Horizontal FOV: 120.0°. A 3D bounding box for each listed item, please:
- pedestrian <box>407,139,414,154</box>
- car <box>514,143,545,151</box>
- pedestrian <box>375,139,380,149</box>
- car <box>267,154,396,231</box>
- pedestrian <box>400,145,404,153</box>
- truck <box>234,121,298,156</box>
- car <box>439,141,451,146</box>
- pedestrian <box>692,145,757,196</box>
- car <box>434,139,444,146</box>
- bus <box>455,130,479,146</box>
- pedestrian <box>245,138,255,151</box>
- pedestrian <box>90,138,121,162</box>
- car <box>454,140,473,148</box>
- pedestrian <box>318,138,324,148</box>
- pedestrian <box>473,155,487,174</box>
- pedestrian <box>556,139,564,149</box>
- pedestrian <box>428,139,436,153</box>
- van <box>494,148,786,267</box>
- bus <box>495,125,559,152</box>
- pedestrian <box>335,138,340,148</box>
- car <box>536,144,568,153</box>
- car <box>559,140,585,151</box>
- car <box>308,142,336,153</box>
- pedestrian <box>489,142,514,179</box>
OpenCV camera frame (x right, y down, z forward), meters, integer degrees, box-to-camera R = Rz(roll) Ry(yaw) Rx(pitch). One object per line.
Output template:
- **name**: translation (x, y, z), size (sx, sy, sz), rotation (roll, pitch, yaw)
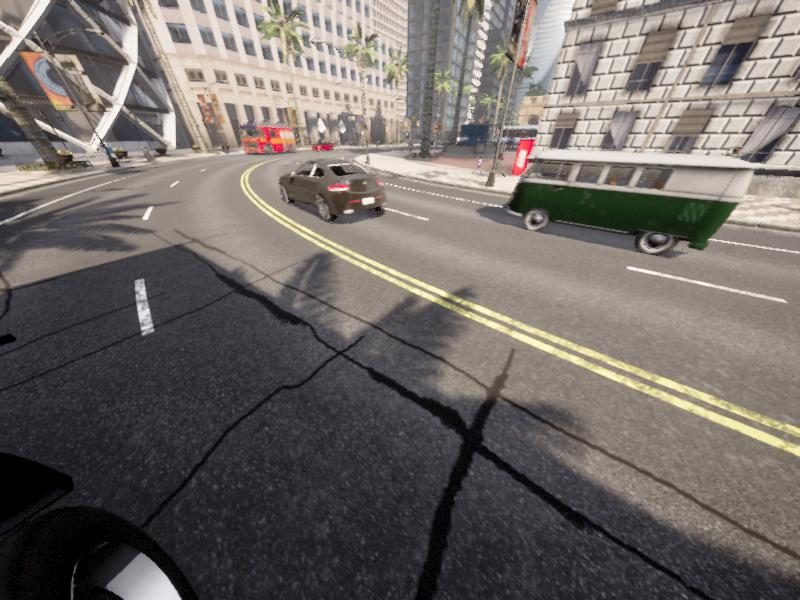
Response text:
- **pedestrian**: translation (1.619, -23.748, 35.695), size (0.751, 1.860, 0.751), rotation (8, 36, 10)
- **car**: translation (28.186, -33.500, 50.456), size (5.357, 1.411, 2.033), rotation (22, 41, 28)
- **pedestrian**: translation (-5.092, -35.170, 52.111), size (0.751, 1.860, 0.751), rotation (21, 40, 27)
- **car**: translation (-2.626, -4.203, 8.443), size (2.152, 1.651, 5.027), rotation (-28, 44, -33)
- **pedestrian**: translation (0.361, -24.693, 37.686), size (0.500, 1.100, 0.500), rotation (8, 36, 11)
- **truck**: translation (-19.304, -23.925, 34.380), size (2.891, 3.827, 8.468), rotation (7, 36, 10)
- **car**: translation (14.913, -51.589, 76.089), size (1.895, 1.301, 4.718), rotation (22, 41, 28)
- **pedestrian**: translation (14.159, -5.691, 10.176), size (0.751, 1.860, 0.751), rotation (22, 41, 28)
- **car**: translation (13.393, -54.090, 79.136), size (1.905, 1.878, 3.866), rotation (22, 41, 28)
- **bus**: translation (23.576, -56.494, 80.556), size (3.944, 4.253, 10.273), rotation (22, 41, 28)
- **pedestrian**: translation (-25.786, -26.766, 39.758), size (0.751, 1.860, 0.751), rotation (0, 35, 0)
- **pedestrian**: translation (-27.792, -14.143, 21.831), size (0.751, 1.860, 0.751), rotation (-3, 35, -4)
- **car**: translation (16.760, -41.540, 61.429), size (2.097, 1.767, 4.553), rotation (-18, 39, -25)
- **pedestrian**: translation (-17.903, -35.761, 52.583), size (0.751, 1.860, 0.751), rotation (-21, 41, -28)
- **pedestrian**: translation (5.554, -9.449, 16.099), size (0.500, 1.100, 0.500), rotation (-13, 37, -18)
- **pedestrian**: translation (38.688, -37.740, 55.844), size (0.751, 1.860, 0.751), rotation (24, 42, 30)
- **pedestrian**: translation (5.267, -25.329, 37.968), size (0.751, 1.860, 0.751), rotation (22, 41, 28)
- **van**: translation (5.237, -2.735, 6.109), size (4.442, 1.987, 1.775), rotation (25, 42, 31)
- **bus**: translation (25.857, -33.250, 47.598), size (10.273, 4.253, 3.944), rotation (22, 41, 27)
- **pedestrian**: translation (-14.672, -36.939, 54.281), size (0.751, 1.860, 0.751), rotation (-20, 40, -26)
- **car**: translation (28.508, -28.431, 43.352), size (4.718, 1.301, 1.895), rotation (22, 41, 28)
- **car**: translation (36.481, -32.813, 49.116), size (3.866, 1.878, 1.905), rotation (22, 41, 28)
- **car**: translation (-13.670, -27.070, 40.882), size (2.007, 1.525, 4.514), rotation (15, 38, 19)
- **pedestrian**: translation (6.183, -8.515, 14.119), size (0.751, 1.860, 0.751), rotation (27, 43, 33)
